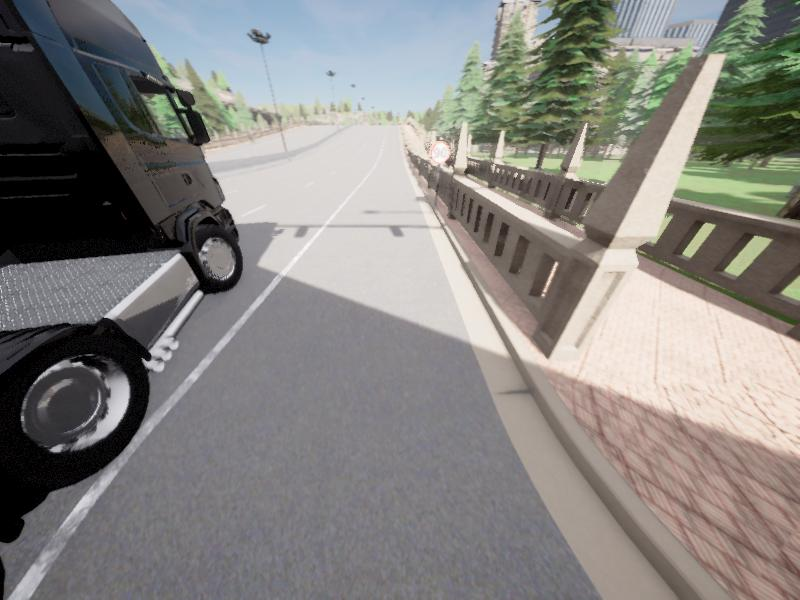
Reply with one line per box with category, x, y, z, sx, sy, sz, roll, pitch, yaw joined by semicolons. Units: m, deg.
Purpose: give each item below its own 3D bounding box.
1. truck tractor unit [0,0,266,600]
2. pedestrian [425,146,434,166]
truck tractor unit;-3.953;-0.798;1.544;3.053;4.208;6.516;-9;35;-12
pedestrian;3.171;-15.784;25.283;0.751;1.860;0.751;-1;34;-1
